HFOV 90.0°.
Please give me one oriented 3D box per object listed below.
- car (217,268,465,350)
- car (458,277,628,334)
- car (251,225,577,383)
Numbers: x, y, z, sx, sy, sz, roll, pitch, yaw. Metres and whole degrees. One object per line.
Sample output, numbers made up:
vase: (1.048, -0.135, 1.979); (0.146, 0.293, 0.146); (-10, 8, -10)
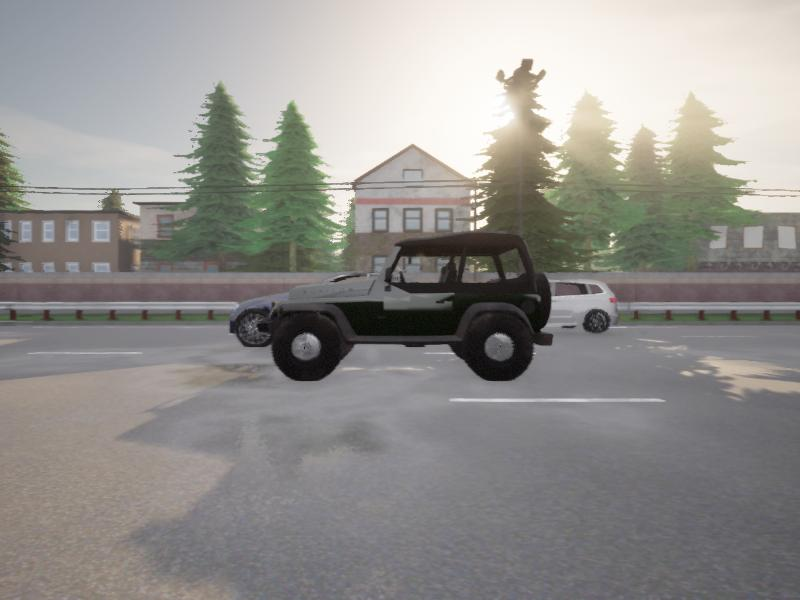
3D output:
car: (-1.203, 0.180, 9.199); (5.027, 1.651, 2.152); (0, 0, 0)
car: (4.308, 0.158, 12.701); (4.611, 1.667, 2.242); (0, 0, 0)
car: (0.169, 0.046, 5.701); (3.866, 1.878, 1.905); (0, 0, 0)
